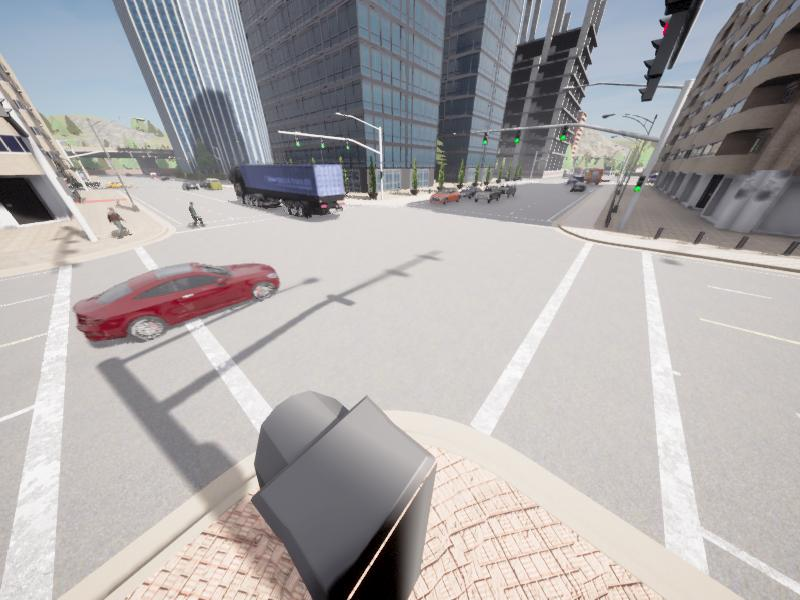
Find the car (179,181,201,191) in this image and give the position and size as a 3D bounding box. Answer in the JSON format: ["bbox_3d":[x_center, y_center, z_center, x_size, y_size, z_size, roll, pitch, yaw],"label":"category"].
[{"bbox_3d":[-41.182,-22.370,45.225,4.514,1.525,2.007,23,37,34],"label":"car"}]

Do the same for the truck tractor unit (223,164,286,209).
[{"bbox_3d":[-16.913,-13.332,26.871,6.516,4.208,3.053,23,37,34],"label":"truck tractor unit"}]

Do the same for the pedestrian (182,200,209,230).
[{"bbox_3d":[-14.829,-6.162,16.770,0.751,1.860,0.751,22,37,33],"label":"pedestrian"}]

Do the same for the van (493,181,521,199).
[{"bbox_3d":[15.712,-16.227,33.959,2.069,2.038,4.480,23,37,34],"label":"van"}]

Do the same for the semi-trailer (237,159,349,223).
[{"bbox_3d":[-10.853,-10.885,22.404,14.254,4.402,2.717,23,37,34],"label":"semi-trailer"}]

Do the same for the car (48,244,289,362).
[{"bbox_3d":[-6.289,-0.344,7.083,1.812,1.442,4.674,24,37,35],"label":"car"}]

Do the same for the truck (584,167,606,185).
[{"bbox_3d":[51.036,-32.484,60.328,2.891,3.827,8.468,22,37,33],"label":"truck"}]

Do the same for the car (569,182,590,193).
[{"bbox_3d":[32.694,-20.566,42.035,2.163,1.488,4.792,23,37,34],"label":"car"}]

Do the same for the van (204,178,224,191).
[{"bbox_3d":[-36.670,-22.748,45.421,4.442,1.987,1.775,26,39,37],"label":"van"}]

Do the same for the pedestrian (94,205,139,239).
[{"bbox_3d":[-17.071,-4.723,13.973,0.751,1.860,0.751,0,30,-1],"label":"pedestrian"}]

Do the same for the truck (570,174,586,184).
[{"bbox_3d":[48.118,-32.721,62.467,2.390,2.098,6.274,22,37,33],"label":"truck"}]

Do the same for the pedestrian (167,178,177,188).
[{"bbox_3d":[-49.269,-25.255,49.840,0.751,1.860,0.751,20,35,30],"label":"pedestrian"}]

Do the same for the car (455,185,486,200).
[{"bbox_3d":[10.100,-15.400,33.058,2.128,1.511,4.902,23,37,34],"label":"car"}]

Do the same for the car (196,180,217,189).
[{"bbox_3d":[-41.206,-24.667,49.204,4.514,1.525,2.007,23,37,34],"label":"car"}]

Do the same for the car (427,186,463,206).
[{"bbox_3d":[5.584,-12.881,28.411,2.097,1.767,4.553,23,37,34],"label":"car"}]

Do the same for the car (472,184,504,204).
[{"bbox_3d":[11.313,-13.571,29.522,1.932,1.855,4.605,23,37,34],"label":"car"}]
